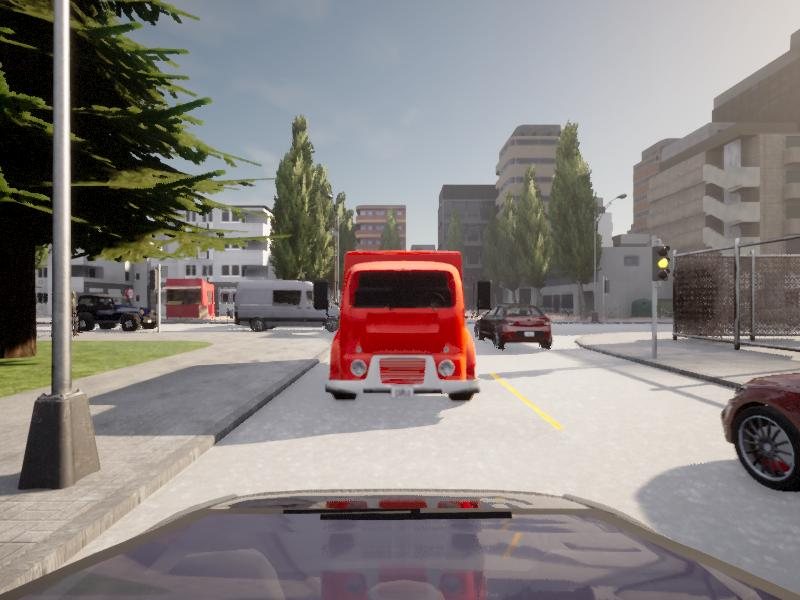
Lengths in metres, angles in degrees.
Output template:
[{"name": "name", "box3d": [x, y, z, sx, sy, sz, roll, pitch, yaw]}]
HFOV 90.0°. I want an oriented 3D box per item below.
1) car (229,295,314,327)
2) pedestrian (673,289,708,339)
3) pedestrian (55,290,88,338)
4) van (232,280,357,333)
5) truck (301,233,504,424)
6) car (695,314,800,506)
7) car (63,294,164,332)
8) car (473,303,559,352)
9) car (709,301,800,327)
[{"name": "car", "box3d": [-7.802, 0.652, 24.648, 4.605, 1.855, 1.932, 0, 0, 0]}, {"name": "pedestrian", "box3d": [11.113, 0.525, 15.319, 0.751, 1.860, 0.751, 0, 0, -5]}, {"name": "pedestrian", "box3d": [-12.993, 0.534, 15.852, 0.751, 1.860, 0.751, 0, 0, -15]}, {"name": "van", "box3d": [-5.300, 0.323, 20.619, 5.915, 2.561, 1.988, 0, 0, 0]}, {"name": "truck", "box3d": [0.058, 0.351, 7.780, 2.627, 2.467, 5.204, 0, 0, 1]}, {"name": "car", "box3d": [3.988, 0.870, 1.849, 1.812, 1.442, 4.674, 0, 0, 0]}, {"name": "car", "box3d": [-14.635, 0.647, 20.610, 3.866, 1.878, 1.905, 0, 0, 0]}, {"name": "car", "box3d": [3.940, 0.854, 14.378, 1.816, 1.474, 4.193, 0, 0, -1]}, {"name": "car", "box3d": [22.111, 0.829, 24.690, 4.514, 1.525, 2.007, 0, 0, 0]}]
